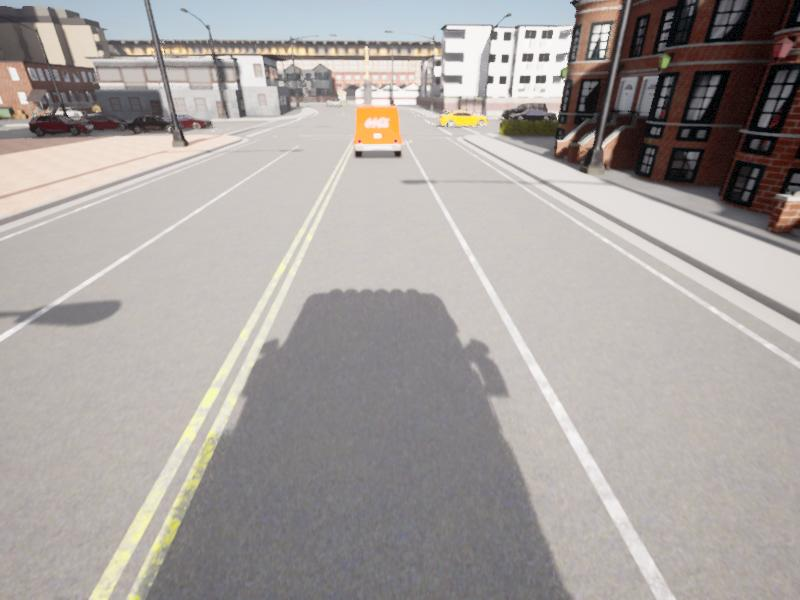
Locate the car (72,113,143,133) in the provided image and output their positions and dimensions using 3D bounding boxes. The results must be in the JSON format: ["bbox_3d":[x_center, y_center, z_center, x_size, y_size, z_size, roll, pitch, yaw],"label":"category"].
[{"bbox_3d":[-27.909,-16.971,38.335,4.792,1.488,2.163,-3,27,-3],"label":"car"}]

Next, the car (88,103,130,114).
[{"bbox_3d":[-48.811,-32.207,67.217,5.027,1.636,2.152,-2,27,-4],"label":"car"}]

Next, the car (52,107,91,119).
[{"bbox_3d":[-49.303,-28.138,60.142,3.806,1.475,1.970,-3,27,-3],"label":"car"}]

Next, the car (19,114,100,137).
[{"bbox_3d":[-29.735,-15.332,35.083,4.856,1.649,2.033,-3,27,-3],"label":"car"}]

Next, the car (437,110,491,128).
[{"bbox_3d":[6.374,-18.197,40.196,5.008,1.535,1.882,-1,27,-2],"label":"car"}]

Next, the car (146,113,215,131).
[{"bbox_3d":[-21.125,-17.244,38.743,5.357,1.411,2.033,-3,27,-3],"label":"car"}]

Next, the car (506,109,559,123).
[{"bbox_3d":[15.436,-21.496,46.743,5.357,1.411,2.033,-1,27,-1],"label":"car"}]

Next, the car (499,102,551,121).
[{"bbox_3d":[15.456,-23.391,49.703,5.566,2.045,2.150,-1,27,-1],"label":"car"}]

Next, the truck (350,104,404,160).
[{"bbox_3d":[-1.231,-9.473,22.263,2.627,2.467,5.204,-1,27,-2],"label":"truck"}]

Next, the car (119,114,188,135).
[{"bbox_3d":[-21.789,-15.625,35.578,4.674,1.442,1.812,-3,27,-3],"label":"car"}]

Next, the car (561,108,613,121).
[{"bbox_3d":[23.293,-23.154,49.957,5.357,1.411,2.033,0,27,-1],"label":"car"}]

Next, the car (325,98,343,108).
[{"bbox_3d":[-12.776,-38.142,77.401,1.812,1.442,4.674,-15,32,-26],"label":"car"}]
